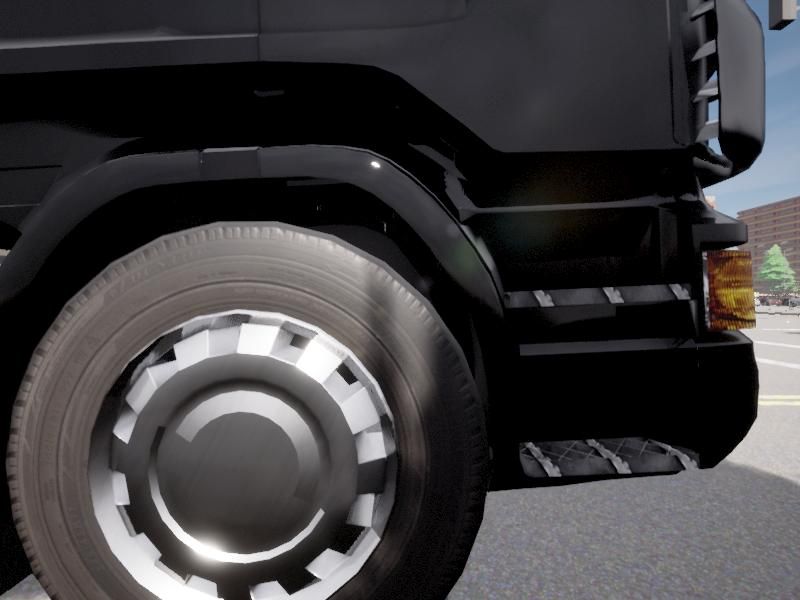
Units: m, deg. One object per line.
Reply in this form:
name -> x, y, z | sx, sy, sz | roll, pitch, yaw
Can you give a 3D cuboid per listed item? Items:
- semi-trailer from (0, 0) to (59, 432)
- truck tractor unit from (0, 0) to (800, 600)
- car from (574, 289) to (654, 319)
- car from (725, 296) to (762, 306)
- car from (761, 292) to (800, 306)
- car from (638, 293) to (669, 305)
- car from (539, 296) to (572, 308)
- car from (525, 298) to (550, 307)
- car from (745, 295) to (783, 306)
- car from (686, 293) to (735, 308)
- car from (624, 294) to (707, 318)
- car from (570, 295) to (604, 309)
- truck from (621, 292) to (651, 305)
semi-trailer -> -10.158, -1.217, 2.192 | 14.254, 4.402, 2.717 | 0, 0, 0
truck tractor unit -> -2.245, -1.114, 2.199 | 6.516, 4.208, 3.053 | 0, 0, 0
car -> 12.216, 0.228, 23.304 | 2.038, 1.542, 4.974 | 0, 0, 0
car -> 48.166, 0.139, 56.150 | 1.970, 1.475, 3.806 | 0, 0, 0
car -> 53.744, -0.103, 56.194 | 1.932, 1.855, 4.605 | 0, 0, 0
car -> 39.656, -0.103, 62.608 | 1.932, 1.855, 4.605 | 0, 0, 0
car -> 19.150, 0.251, 49.516 | 2.163, 1.488, 4.792 | 0, 0, 0
car -> 19.135, 0.344, 55.886 | 1.895, 1.301, 4.718 | 0, 0, 0
car -> 51.061, 0.107, 56.146 | 1.784, 1.438, 3.905 | 0, 0, 0
car -> 36.762, 0.067, 47.496 | 2.242, 1.667, 4.611 | 0, 0, 0
car -> 15.715, 0.344, 24.054 | 1.895, 1.301, 4.718 | 0, 0, 0
car -> 22.653, 0.223, 48.711 | 1.882, 1.535, 5.008 | 0, 0, 0
truck -> 36.761, -0.198, 62.541 | 2.069, 2.038, 4.478 | 0, 0, 0
